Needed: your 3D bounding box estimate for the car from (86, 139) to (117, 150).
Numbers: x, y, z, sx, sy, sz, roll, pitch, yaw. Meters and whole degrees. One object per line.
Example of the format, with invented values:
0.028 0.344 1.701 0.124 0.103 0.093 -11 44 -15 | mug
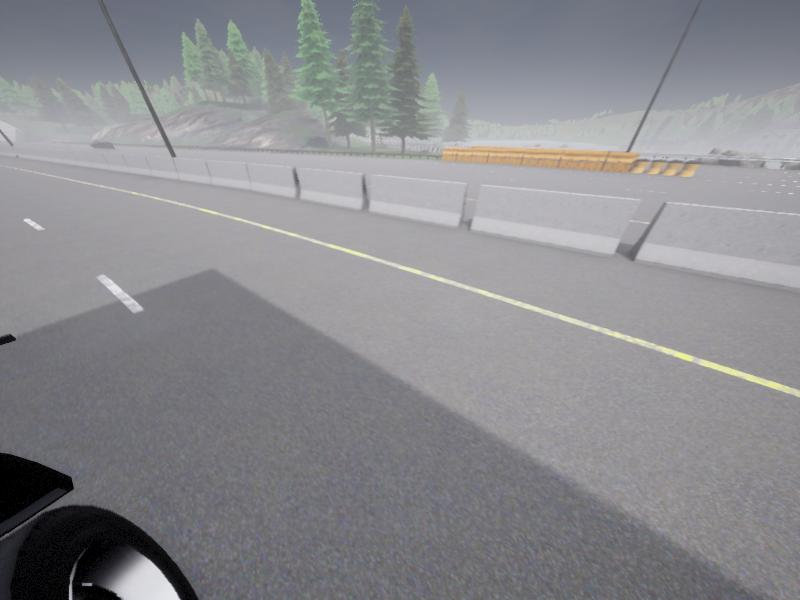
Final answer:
-55.620 -28.951 43.035 5.008 1.535 1.882 17 39 22 | car
